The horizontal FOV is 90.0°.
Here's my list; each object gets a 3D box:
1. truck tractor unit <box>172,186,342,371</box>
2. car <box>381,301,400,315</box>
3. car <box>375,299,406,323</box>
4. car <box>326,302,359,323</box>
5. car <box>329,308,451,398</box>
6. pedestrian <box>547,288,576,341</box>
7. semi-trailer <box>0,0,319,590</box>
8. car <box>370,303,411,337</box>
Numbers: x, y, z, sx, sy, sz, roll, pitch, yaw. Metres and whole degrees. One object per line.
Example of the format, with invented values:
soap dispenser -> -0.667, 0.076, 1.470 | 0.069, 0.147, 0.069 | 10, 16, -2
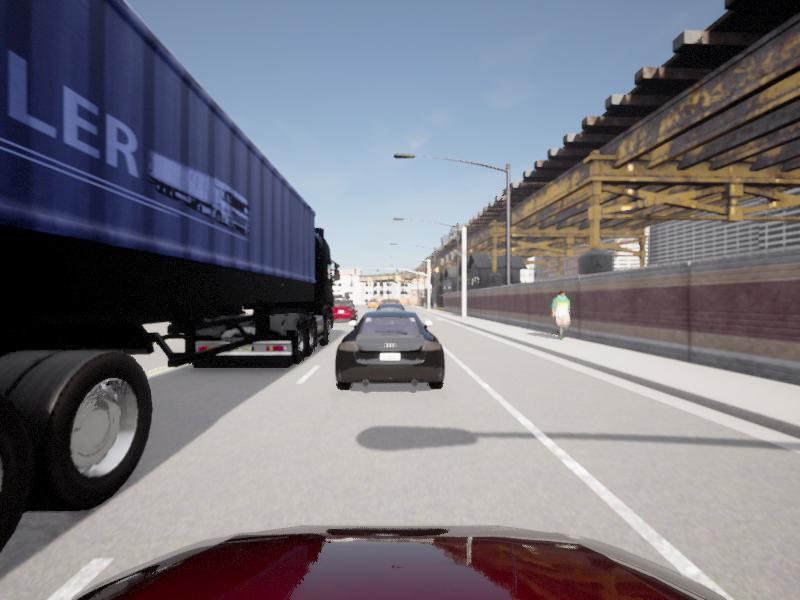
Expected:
truck tractor unit -> -3.741, -0.504, 12.424 | 3.053, 4.208, 6.516 | 0, 0, -1
car -> -1.117, 0.905, 48.024 | 2.128, 1.511, 4.902 | 0, 0, -1
car -> -0.726, 0.801, 31.142 | 2.242, 1.667, 4.611 | 0, 0, -1
car -> -4.359, 0.897, 31.111 | 2.163, 1.488, 4.792 | 0, 0, -3
car -> -0.205, 0.920, 8.680 | 1.994, 1.385, 4.181 | 0, 0, -1
pedestrian -> 5.790, 0.505, 14.380 | 0.751, 1.860, 0.751 | 0, 0, -1
semi-trailer -> -3.587, -0.608, 4.515 | 2.717, 4.402, 14.254 | 0, 0, -1
car -> -0.465, 0.899, 19.930 | 1.812, 1.442, 4.674 | 0, 0, -1
